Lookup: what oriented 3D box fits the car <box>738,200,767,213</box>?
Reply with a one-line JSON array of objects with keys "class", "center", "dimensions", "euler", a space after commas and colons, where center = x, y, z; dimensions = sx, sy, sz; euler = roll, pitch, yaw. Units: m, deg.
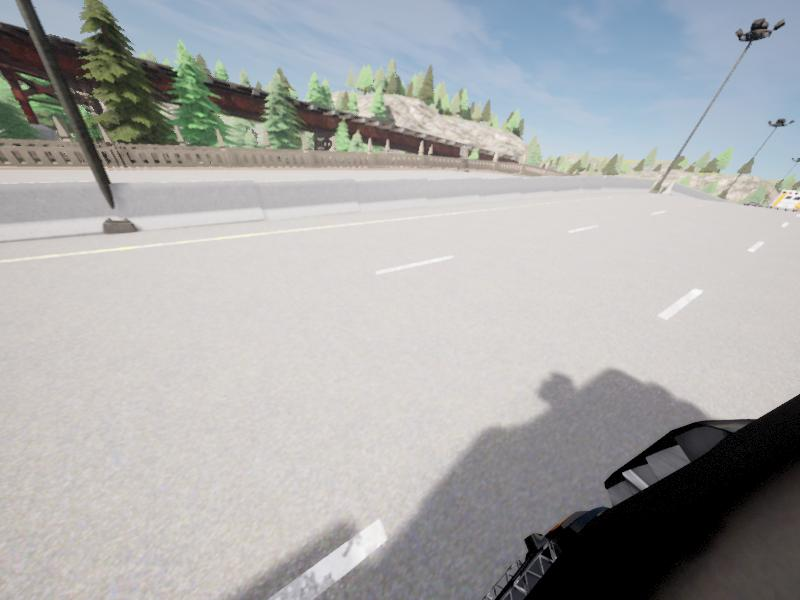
[{"class": "car", "center": [58.804, -15.557, 38.516], "dimensions": [3.806, 1.475, 1.970], "euler": [-10, 35, -30]}]

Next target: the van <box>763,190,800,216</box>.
[{"class": "van", "center": [49.241, -12.172, 29.208], "dimensions": [6.366, 2.431, 2.351], "euler": [-10, 35, -30]}]
